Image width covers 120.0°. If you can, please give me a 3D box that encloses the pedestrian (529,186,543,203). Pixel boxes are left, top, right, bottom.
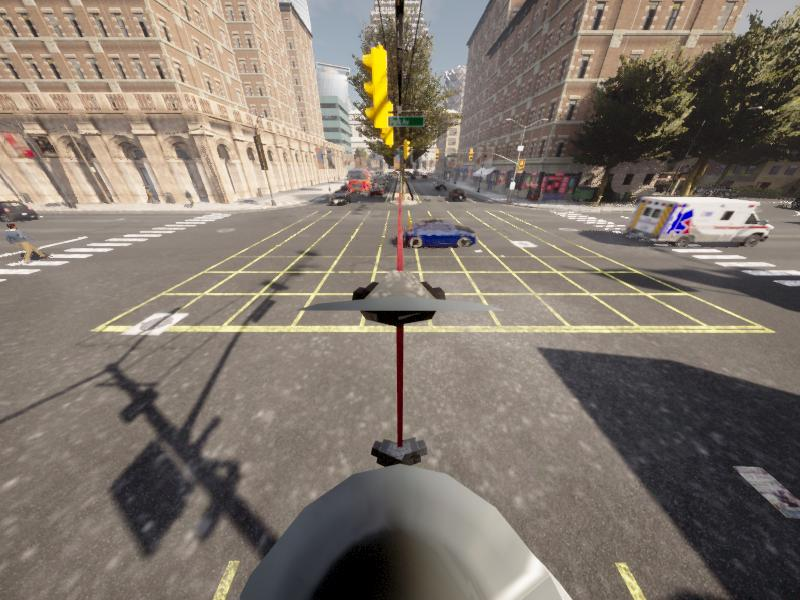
[{"bbox_3d":[16.256,-12.600,27.616,0.751,1.860,0.751,-2,30,-4],"label":"pedestrian"}]

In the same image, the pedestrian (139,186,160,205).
[{"bbox_3d":[-28.927,-12.068,26.694,0.751,1.860,0.751,1,30,1],"label":"pedestrian"}]

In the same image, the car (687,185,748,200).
[{"bbox_3d":[45.967,-15.719,33.695,2.038,1.542,4.974,1,30,1],"label":"car"}]

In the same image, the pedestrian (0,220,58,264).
[{"bbox_3d":[-17.439,-2.669,10.719,0.751,1.860,0.751,0,30,-1],"label":"pedestrian"}]

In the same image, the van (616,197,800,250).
[{"bbox_3d":[17.266,-4.480,13.337,6.366,2.431,2.351,1,30,3],"label":"van"}]

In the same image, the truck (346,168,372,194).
[{"bbox_3d":[-7.063,-21.348,41.155,2.891,3.827,8.468,0,30,0],"label":"truck"}]

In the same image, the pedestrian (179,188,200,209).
[{"bbox_3d":[-22.128,-10.673,24.278,0.751,1.860,0.751,5,30,8],"label":"pedestrian"}]

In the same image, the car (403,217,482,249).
[{"bbox_3d":[2.260,-3.931,13.445,4.181,1.385,1.994,0,30,0],"label":"car"}]

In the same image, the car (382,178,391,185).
[{"bbox_3d":[-3.498,-30.717,59.731,1.970,1.475,3.806,0,30,0],"label":"car"}]

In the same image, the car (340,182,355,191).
[{"bbox_3d":[-10.295,-22.354,45.417,1.895,1.301,4.718,0,30,0],"label":"car"}]

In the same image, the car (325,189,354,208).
[{"bbox_3d":[-7.102,-12.230,27.678,2.128,1.511,4.902,0,30,0],"label":"car"}]

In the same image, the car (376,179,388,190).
[{"bbox_3d":[-3.542,-23.172,46.345,2.097,1.767,4.553,0,30,0],"label":"car"}]

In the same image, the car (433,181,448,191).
[{"bbox_3d":[7.956,-22.845,46.036,2.038,1.542,4.974,0,30,0],"label":"car"}]

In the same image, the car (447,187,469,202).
[{"bbox_3d":[7.911,-14.644,31.924,1.812,1.442,4.674,0,30,0],"label":"car"}]

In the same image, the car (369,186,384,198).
[{"bbox_3d":[-3.577,-16.711,35.654,1.895,1.301,4.718,0,30,0],"label":"car"}]

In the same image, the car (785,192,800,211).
[{"bbox_3d":[42.644,-9.734,23.223,1.930,1.638,5.238,20,35,29],"label":"car"}]

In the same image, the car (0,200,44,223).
[{"bbox_3d":[-33.530,-7.458,19.393,3.633,1.501,1.845,0,30,0],"label":"car"}]
